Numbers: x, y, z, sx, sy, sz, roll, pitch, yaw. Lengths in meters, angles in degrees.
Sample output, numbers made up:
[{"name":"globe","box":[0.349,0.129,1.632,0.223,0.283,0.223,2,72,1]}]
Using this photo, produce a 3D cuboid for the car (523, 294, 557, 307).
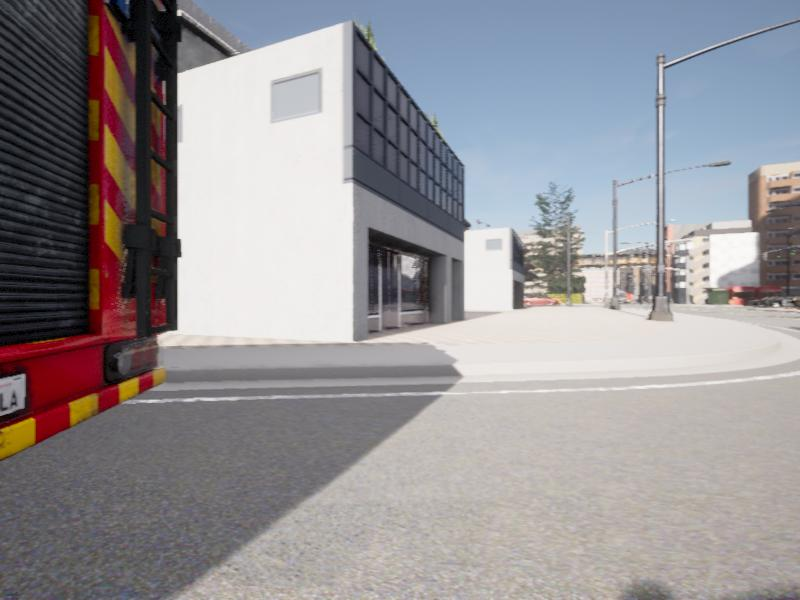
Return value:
[{"name":"car","box":[18.146,0.104,51.808,3.988,1.617,1.851,0,0,23]}]

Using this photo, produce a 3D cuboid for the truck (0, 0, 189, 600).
[{"name":"truck","box":[-5.504,-0.922,0.839,8.468,3.827,2.891,0,0,-9]}]

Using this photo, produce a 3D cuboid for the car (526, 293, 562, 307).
[{"name":"car","box":[19.895,0.005,55.432,4.553,1.767,2.097,0,0,16]}]

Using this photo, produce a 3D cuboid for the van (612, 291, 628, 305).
[{"name":"van","box":[40.982,-0.395,74.721,1.988,2.561,5.915,0,0,23]}]

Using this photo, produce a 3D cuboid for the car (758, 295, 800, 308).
[{"name":"car","box":[48.917,0.196,50.459,5.238,1.638,1.930,1,0,22]}]

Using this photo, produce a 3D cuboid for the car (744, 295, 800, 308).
[{"name":"car","box":[50.008,0.186,53.788,5.238,1.638,1.930,1,0,21]}]
